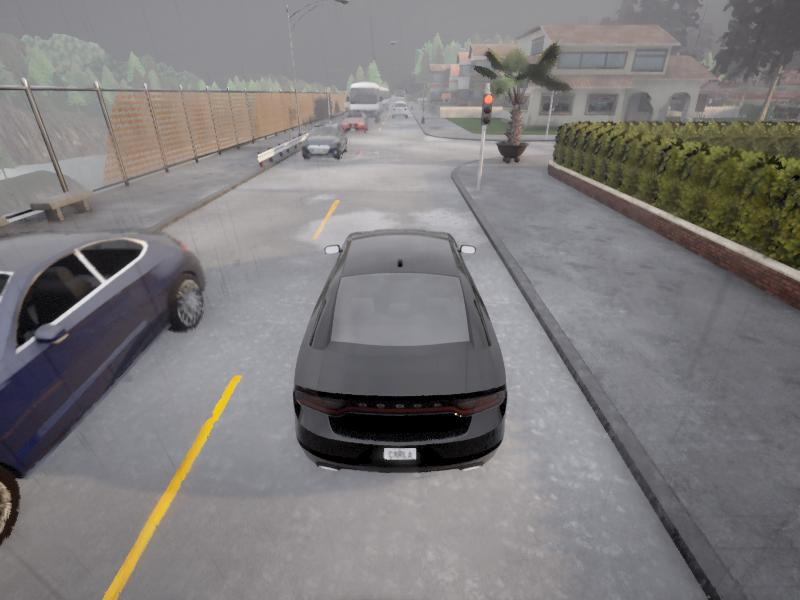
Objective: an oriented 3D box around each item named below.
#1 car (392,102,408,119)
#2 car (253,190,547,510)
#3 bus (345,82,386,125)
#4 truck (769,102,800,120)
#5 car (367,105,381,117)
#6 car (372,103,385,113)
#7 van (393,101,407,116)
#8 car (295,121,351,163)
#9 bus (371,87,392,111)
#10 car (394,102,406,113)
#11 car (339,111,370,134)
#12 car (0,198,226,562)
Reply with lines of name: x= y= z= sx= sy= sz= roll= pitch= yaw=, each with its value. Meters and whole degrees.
car: x=0.006 y=-27.123 z=57.124 sx=2.150 sy=2.045 sz=5.566 roll=0 pitch=27 yaw=0
car: x=0.002 y=-0.111 z=5.142 sx=1.882 sy=1.535 sz=5.008 roll=0 pitch=27 yaw=0
bus: x=-3.873 y=-23.833 z=48.306 sx=3.944 sy=4.253 sz=10.273 roll=0 pitch=28 yaw=0
truck: x=53.535 y=-25.257 z=53.426 sx=2.390 sy=2.098 sz=6.274 roll=0 pitch=27 yaw=0
car: x=-3.993 y=-29.761 z=62.970 sx=1.970 sy=1.475 sz=3.806 roll=0 pitch=27 yaw=0
car: x=-3.992 y=-36.616 z=76.208 sx=2.163 sy=1.488 sz=4.792 roll=0 pitch=27 yaw=0
van: x=0.006 y=-30.115 z=62.955 sx=2.069 sy=2.038 sz=4.480 roll=0 pitch=27 yaw=0
car: x=-3.996 y=-8.662 z=21.677 sx=2.033 sy=1.649 sz=4.856 roll=0 pitch=27 yaw=0
bus: x=-3.870 y=-43.118 z=85.812 sx=3.944 sy=4.253 sz=10.273 roll=0 pitch=27 yaw=0
car: x=0.008 y=-37.249 z=77.376 sx=2.242 sy=1.667 sz=4.611 roll=0 pitch=27 yaw=0
car: x=-3.995 y=-16.004 z=35.910 sx=2.242 sy=1.667 sz=4.611 roll=0 pitch=27 yaw=0
car: x=-3.998 y=0.365 z=4.123 sx=2.152 sy=1.651 sz=5.027 roll=0 pitch=27 yaw=0
